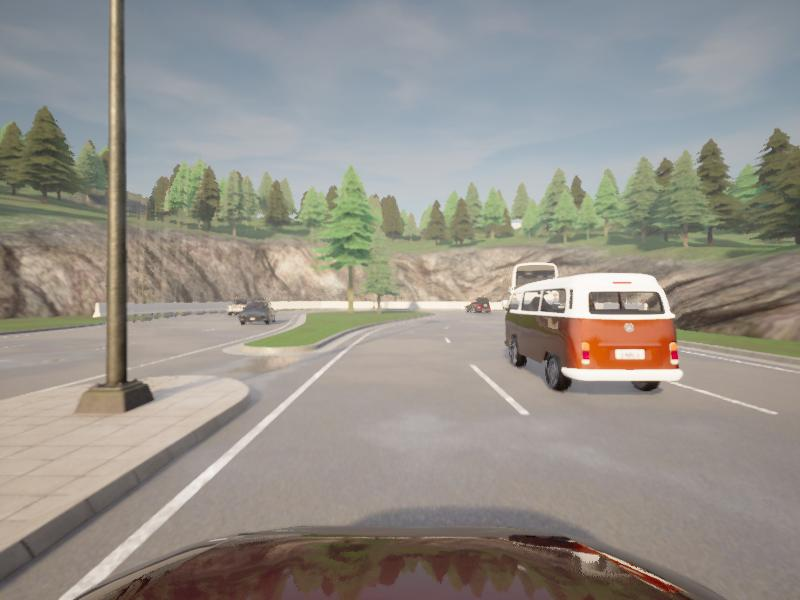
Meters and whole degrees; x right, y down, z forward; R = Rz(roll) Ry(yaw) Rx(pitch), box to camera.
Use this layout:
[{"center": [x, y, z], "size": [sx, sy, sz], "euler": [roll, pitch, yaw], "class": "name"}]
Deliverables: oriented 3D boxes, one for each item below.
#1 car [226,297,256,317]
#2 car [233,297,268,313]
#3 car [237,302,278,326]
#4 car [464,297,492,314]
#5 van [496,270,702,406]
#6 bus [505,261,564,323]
[{"center": [-15.721, 0.659, 39.739], "size": [1.932, 1.855, 4.605], "euler": [-1, 0, -11], "class": "car"}, {"center": [-18.460, 0.657, 49.467], "size": [1.905, 1.878, 3.866], "euler": [0, 0, 22], "class": "car"}, {"center": [-9.346, 0.859, 26.520], "size": [1.816, 1.474, 4.193], "euler": [0, 0, -10], "class": "car"}, {"center": [9.314, 0.655, 48.000], "size": [1.905, 1.878, 3.866], "euler": [0, 0, -14], "class": "car"}, {"center": [3.523, 0.573, 8.252], "size": [2.069, 2.038, 4.480], "euler": [0, 0, 1], "class": "van"}, {"center": [10.849, -0.528, 33.061], "size": [3.944, 4.253, 10.273], "euler": [0, 0, 16], "class": "bus"}]
